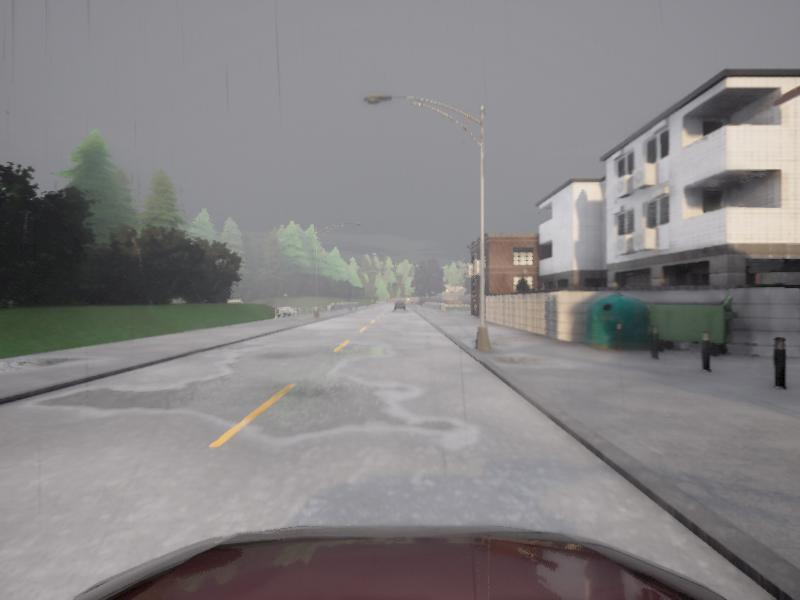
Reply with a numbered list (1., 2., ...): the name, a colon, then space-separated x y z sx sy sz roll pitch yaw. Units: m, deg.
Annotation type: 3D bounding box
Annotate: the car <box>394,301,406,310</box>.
1. car: -0.025 0.898 66.970 1.837 1.490 4.892 0 -1 0
